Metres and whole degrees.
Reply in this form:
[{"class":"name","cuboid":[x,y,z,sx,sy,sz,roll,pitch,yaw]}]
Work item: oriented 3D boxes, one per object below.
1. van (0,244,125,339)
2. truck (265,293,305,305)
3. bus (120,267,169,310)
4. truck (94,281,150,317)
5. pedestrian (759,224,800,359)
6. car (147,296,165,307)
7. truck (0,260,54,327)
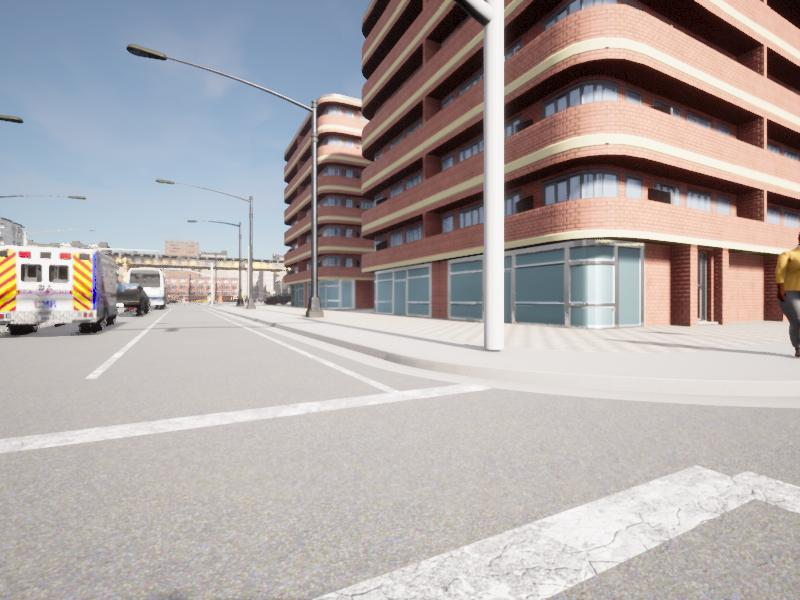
[{"class":"van","cuboid":[-11.075,-0.222,13.472,2.351,2.431,6.366,0,0,-29]},{"class":"truck","cuboid":[-20.145,-0.210,70.222,6.274,2.098,2.390,-1,0,-27]},{"class":"bus","cuboid":[-28.377,-1.144,44.937,3.944,4.253,10.273,0,0,-29]},{"class":"truck","cuboid":[-18.168,-0.058,26.467,2.390,2.098,6.274,0,0,-29]},{"class":"pedestrian","cuboid":[5.851,-0.115,5.763,0.751,1.860,0.751,0,0,16]},{"class":"car","cuboid":[-36.026,0.195,59.218,2.038,1.542,4.974,0,0,-29]},{"class":"truck","cuboid":[-16.753,-0.243,16.576,2.627,2.467,5.204,0,0,-28]}]
